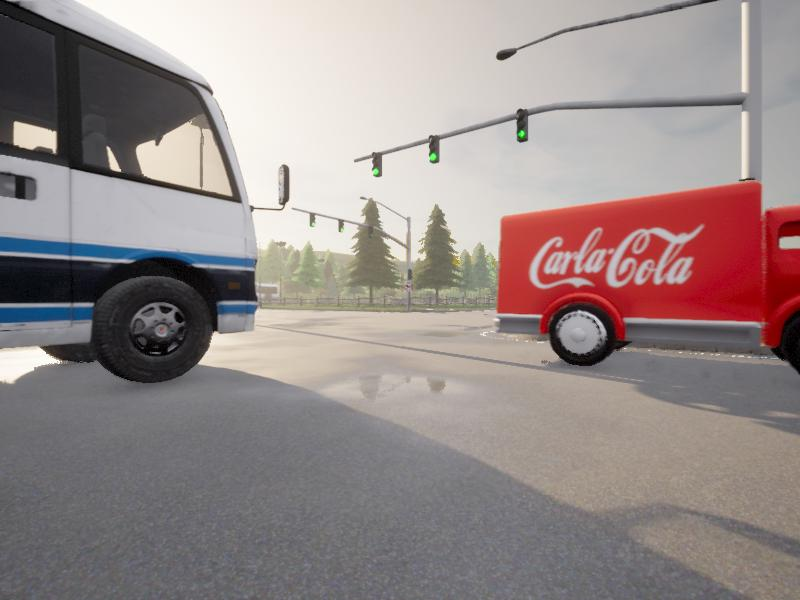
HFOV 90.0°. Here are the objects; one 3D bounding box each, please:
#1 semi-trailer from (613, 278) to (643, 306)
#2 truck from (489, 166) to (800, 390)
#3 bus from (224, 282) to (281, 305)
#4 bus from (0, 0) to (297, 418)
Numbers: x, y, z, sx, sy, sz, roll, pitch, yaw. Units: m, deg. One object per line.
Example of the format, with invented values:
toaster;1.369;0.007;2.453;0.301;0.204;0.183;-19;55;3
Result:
semi-trailer;40.055;-1.219;69.947;2.717;4.402;14.254;0;0;37
truck;4.339;-0.247;6.097;5.204;2.467;2.627;0;0;38
bus;-29.146;-1.135;79.578;3.944;4.253;10.273;0;0;37
bus;-6.155;-1.131;2.858;3.944;4.253;10.273;0;0;37
